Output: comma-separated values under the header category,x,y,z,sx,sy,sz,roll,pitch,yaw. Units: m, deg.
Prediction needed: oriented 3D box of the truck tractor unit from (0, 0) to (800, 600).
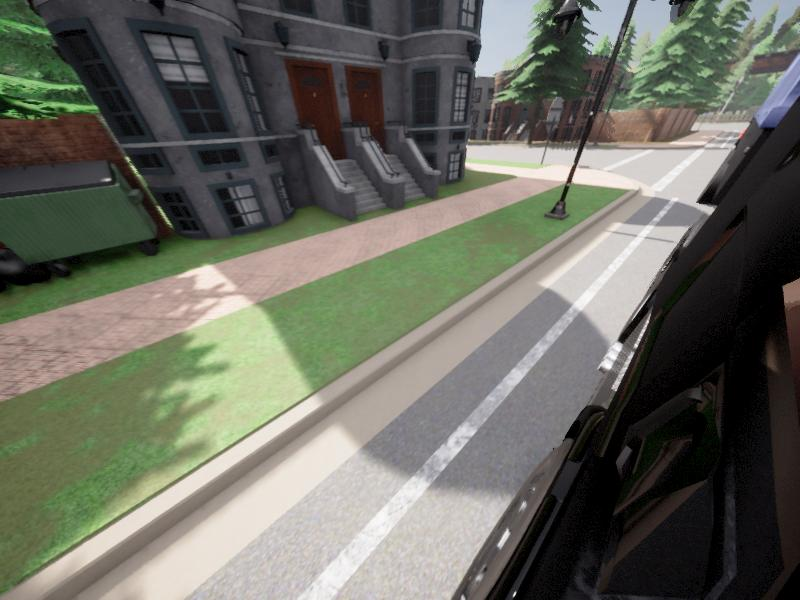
category,x,y,z,sx,sy,sz,roll,pitch,yaw
truck tractor unit,2.645,-0.295,0.351,6.516,4.208,3.053,-28,44,-30

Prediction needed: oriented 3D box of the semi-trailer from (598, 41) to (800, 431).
category,x,y,z,sx,sy,sz,roll,pitch,yaw
semi-trailer,8.691,-3.612,4.231,14.254,4.402,2.717,-28,44,-30

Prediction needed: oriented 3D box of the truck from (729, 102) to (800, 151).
category,x,y,z,sx,sy,sz,roll,pitch,yaw
truck,26.207,-12.179,16.160,5.204,2.467,2.627,-28,44,-30

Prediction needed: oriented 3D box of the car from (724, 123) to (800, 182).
category,x,y,z,sx,sy,sz,roll,pitch,yaw
car,16.104,-6.429,9.839,5.238,1.638,1.930,-28,44,-30
